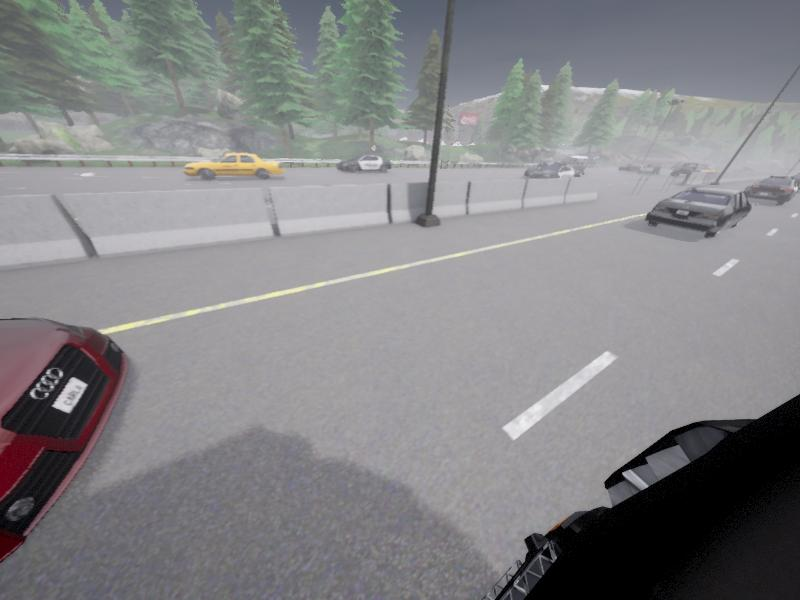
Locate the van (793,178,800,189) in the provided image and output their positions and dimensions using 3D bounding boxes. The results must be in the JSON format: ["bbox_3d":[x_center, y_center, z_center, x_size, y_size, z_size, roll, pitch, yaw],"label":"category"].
[{"bbox_3d":[47.731,-14.004,26.160,5.915,2.561,1.988,-21,40,-31],"label":"van"}]

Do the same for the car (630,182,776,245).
[{"bbox_3d":[11.478,-3.470,8.733,5.357,1.411,2.033,-16,38,-26],"label":"car"}]

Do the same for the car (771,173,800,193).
[{"bbox_3d":[39.717,-11.681,22.991,4.974,1.542,2.038,-16,38,-26],"label":"car"}]

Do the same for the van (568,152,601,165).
[{"bbox_3d":[48.158,-37.002,60.397,1.988,2.561,5.915,-16,38,-26],"label":"van"}]

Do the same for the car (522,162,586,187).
[{"bbox_3d":[13.068,-10.712,19.612,4.974,1.542,2.038,-17,38,-26],"label":"car"}]

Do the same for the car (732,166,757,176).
[{"bbox_3d":[79.879,-29.916,53.498,5.027,1.651,2.152,-16,38,-26],"label":"car"}]

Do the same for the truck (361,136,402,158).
[{"bbox_3d":[-4.192,-34.824,52.550,8.468,3.827,2.891,12,35,14],"label":"truck"}]

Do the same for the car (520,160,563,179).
[{"bbox_3d":[14.610,-13.453,23.856,3.633,1.501,1.845,-17,38,-27],"label":"car"}]

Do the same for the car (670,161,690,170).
[{"bbox_3d":[71.990,-34.579,59.466,3.866,1.878,1.905,-16,38,-26],"label":"car"}]

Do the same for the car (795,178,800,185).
[{"bbox_3d":[56.914,-16.642,31.704,4.514,1.525,2.007,-16,38,-26],"label":"car"}]

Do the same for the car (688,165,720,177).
[{"bbox_3d":[51.327,-21.757,38.983,5.366,1.575,1.801,-16,38,-26],"label":"car"}]

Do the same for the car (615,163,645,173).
[{"bbox_3d":[39.817,-22.815,39.968,4.718,1.301,1.895,-16,38,-26],"label":"car"}]

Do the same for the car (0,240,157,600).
[{"bbox_3d":[-4.221,1.072,0.792,4.181,1.385,1.994,-16,38,-26],"label":"car"}]

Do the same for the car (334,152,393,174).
[{"bbox_3d":[-3.307,-12.706,21.435,4.974,1.542,2.038,-16,38,-26],"label":"car"}]

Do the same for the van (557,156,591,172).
[{"bbox_3d":[27.930,-21.935,37.101,4.480,2.038,2.069,-17,38,-25],"label":"van"}]

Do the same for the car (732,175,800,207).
[{"bbox_3d":[25.469,-7.568,15.779,4.974,1.542,2.038,-16,38,-26],"label":"car"}]

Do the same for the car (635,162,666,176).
[{"bbox_3d":[39.329,-20.562,36.262,3.988,1.617,1.851,-16,38,-26],"label":"car"}]

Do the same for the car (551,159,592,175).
[{"bbox_3d":[23.371,-18.182,31.473,4.611,1.667,2.242,-16,38,-25],"label":"car"}]

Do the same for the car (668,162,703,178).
[{"bbox_3d":[42.723,-19.418,34.528,3.866,1.878,1.905,-16,38,-26],"label":"car"}]

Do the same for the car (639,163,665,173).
[{"bbox_3d":[48.312,-25.329,44.226,4.674,1.442,1.812,-16,38,-26],"label":"car"}]

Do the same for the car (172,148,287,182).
[{"bbox_3d":[-10.287,-8.469,14.516,5.366,1.575,1.801,-16,38,-26],"label":"car"}]
